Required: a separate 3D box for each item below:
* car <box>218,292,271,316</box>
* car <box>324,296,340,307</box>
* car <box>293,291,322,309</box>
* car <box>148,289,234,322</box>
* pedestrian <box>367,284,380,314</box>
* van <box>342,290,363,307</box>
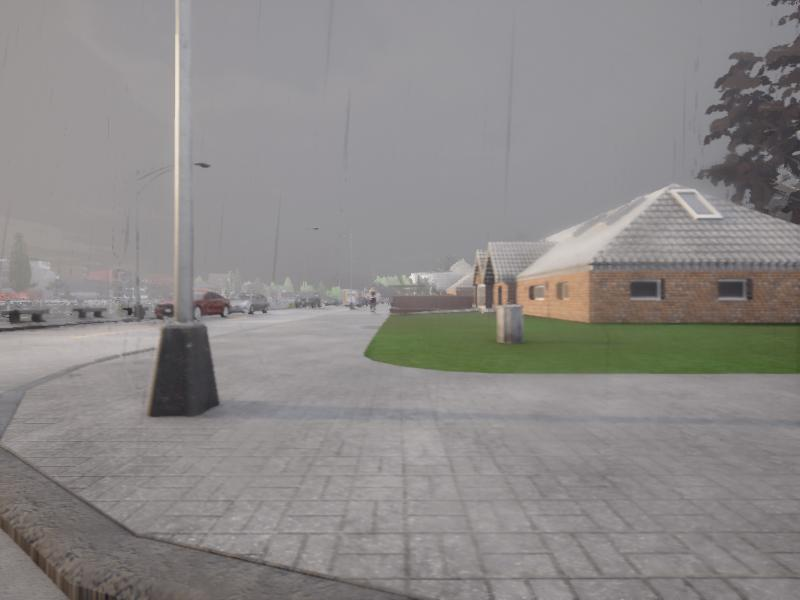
[{"bbox_3d":[-10.813,0.242,28.153,2.007,1.525,4.514,0,0,0],"label":"car"},{"bbox_3d":[-10.904,0.201,64.096,1.851,1.617,3.988,0,0,0],"label":"car"},{"bbox_3d":[-10.859,-0.017,47.471,2.150,2.045,5.566,0,0,0],"label":"car"},{"bbox_3d":[-10.765,0.236,21.109,1.882,1.535,5.008,0,0,0],"label":"car"},{"bbox_3d":[-1.657,-0.065,24.984,0.751,1.860,0.751,0,0,-8],"label":"pedestrian"},{"bbox_3d":[-6.888,-0.214,58.836,2.351,2.431,6.366,0,0,0],"label":"van"}]
